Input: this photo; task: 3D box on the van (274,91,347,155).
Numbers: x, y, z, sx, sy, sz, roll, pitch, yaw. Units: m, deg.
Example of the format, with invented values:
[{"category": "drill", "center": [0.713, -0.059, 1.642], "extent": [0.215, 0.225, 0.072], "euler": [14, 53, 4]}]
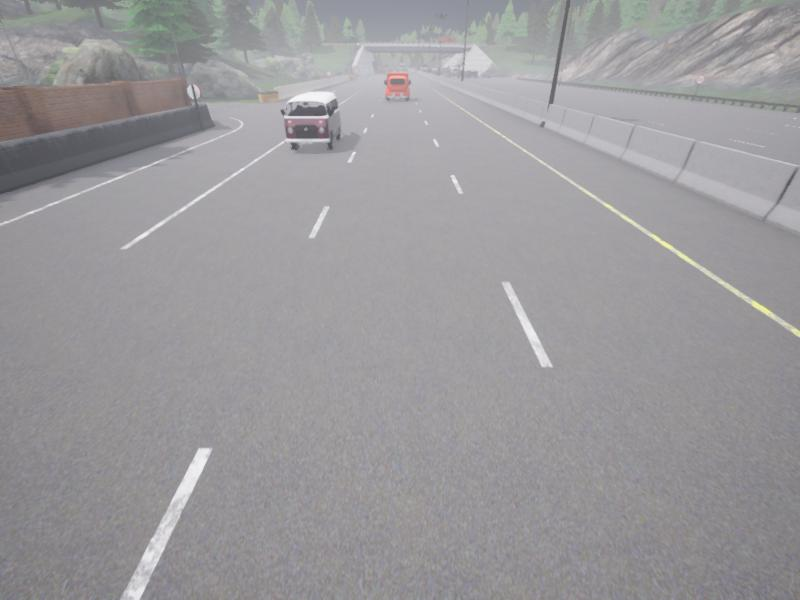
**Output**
[{"category": "van", "center": [-3.607, -7.687, 17.109], "extent": [2.069, 2.038, 4.480], "euler": [0, 30, 0]}]

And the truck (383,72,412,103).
[{"category": "truck", "center": [-0.232, -21.078, 39.550], "extent": [2.627, 2.467, 5.204], "euler": [0, 30, 0]}]

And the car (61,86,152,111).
[{"category": "car", "center": [-21.866, -15.132, 29.974], "extent": [4.974, 1.542, 2.038], "euler": [0, 30, 0]}]

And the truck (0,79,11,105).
[{"category": "truck", "center": [-36.202, -17.328, 32.811], "extent": [5.204, 2.467, 2.627], "euler": [0, 30, 1]}]

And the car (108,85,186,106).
[{"category": "car", "center": [-20.750, -16.873, 32.978], "extent": [4.892, 1.490, 1.837], "euler": [0, 30, 0]}]
